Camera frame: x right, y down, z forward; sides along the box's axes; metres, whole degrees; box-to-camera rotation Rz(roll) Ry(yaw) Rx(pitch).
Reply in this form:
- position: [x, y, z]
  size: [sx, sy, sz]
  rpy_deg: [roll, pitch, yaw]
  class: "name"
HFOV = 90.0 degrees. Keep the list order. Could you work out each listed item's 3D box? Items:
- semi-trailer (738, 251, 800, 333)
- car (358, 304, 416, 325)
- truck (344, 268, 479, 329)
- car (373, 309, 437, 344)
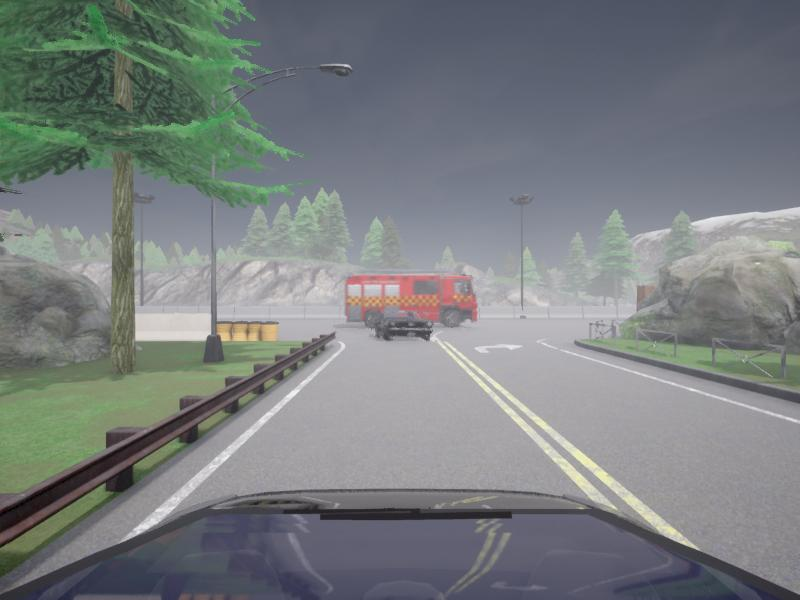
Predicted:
- position: [27.763, -0.422, 23.395]
  size: [14.254, 4.402, 2.717]
  rpy_deg: [0, 0, -3]
  class: "semi-trailer"
- position: [-0.975, 1.050, 30.080]
  size: [4.193, 1.474, 1.816]
  rpy_deg: [0, 0, -1]
  class: "car"
- position: [0.694, -0.125, 26.599]
  size: [8.468, 3.827, 2.891]
  rpy_deg: [0, 0, -1]
  class: "truck"
- position: [0.049, 1.097, 17.551]
  size: [1.895, 1.301, 4.718]
  rpy_deg: [1, -2, -11]
  class: "car"
